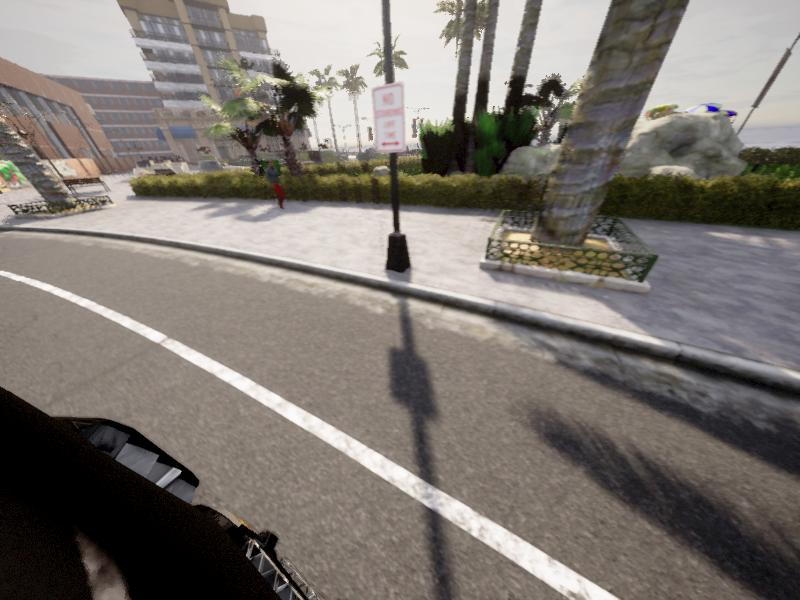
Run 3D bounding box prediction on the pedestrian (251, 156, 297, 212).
[{"bbox_3d":[-4.890,-4.538,9.073,0.751,1.860,0.751,11,36,19],"label":"pedestrian"}]
